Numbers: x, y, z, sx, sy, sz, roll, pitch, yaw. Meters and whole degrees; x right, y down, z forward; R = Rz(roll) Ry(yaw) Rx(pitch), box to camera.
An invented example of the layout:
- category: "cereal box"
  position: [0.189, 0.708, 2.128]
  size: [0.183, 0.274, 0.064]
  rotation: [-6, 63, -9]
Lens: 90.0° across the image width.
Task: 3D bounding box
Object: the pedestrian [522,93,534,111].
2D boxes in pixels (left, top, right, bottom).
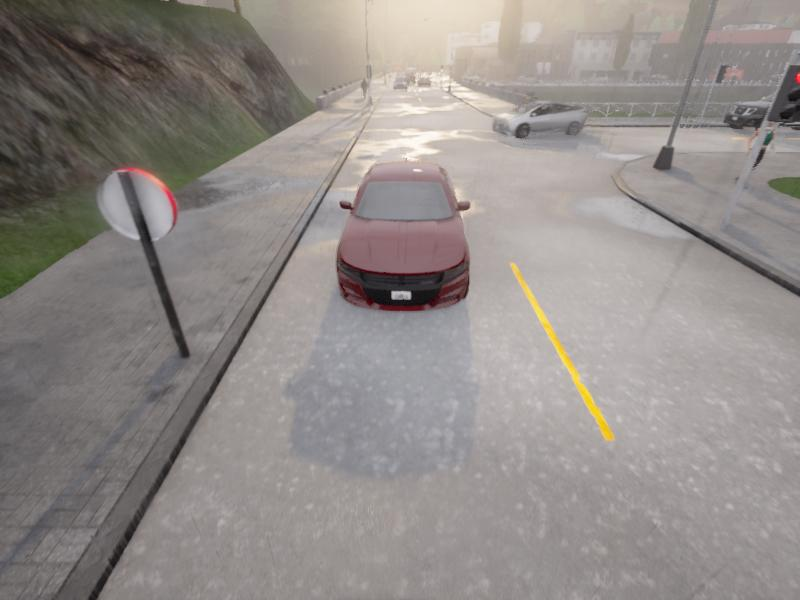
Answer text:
- category: "pedestrian"
  position: [9.398, -14.544, 29.390]
  size: [0.500, 1.100, 0.500]
  rotation: [0, 30, 0]

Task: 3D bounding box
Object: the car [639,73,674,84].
- category: "car"
  position: [49.350, -42.692, 77.096]
  size: [5.238, 1.638, 1.930]
  rotation: [0, 30, 0]

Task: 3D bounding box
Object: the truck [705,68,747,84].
- category: "truck"
  position: [62.565, -43.037, 76.893]
  size: [5.204, 2.467, 2.627]
  rotation: [1, 30, 0]

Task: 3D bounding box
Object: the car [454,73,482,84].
- category: "car"
  position: [13.017, -42.708, 77.120]
  size: [5.027, 1.651, 2.152]
  rotation: [0, 30, 0]

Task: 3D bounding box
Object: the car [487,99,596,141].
- category: "car"
  position: [6.820, -8.851, 19.541]
  size: [4.514, 1.525, 2.007]
  rotation: [-9, 31, -15]

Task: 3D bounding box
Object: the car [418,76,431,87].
- category: "car"
  position: [4.036, -36.196, 66.273]
  size: [1.994, 1.385, 4.181]
  rotation: [0, 30, 0]

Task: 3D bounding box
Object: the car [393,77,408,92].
- category: "car"
  position: [0.072, -29.552, 54.799]
  size: [2.038, 1.542, 4.974]
  rotation: [0, 30, 0]

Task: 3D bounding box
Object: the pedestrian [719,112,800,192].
- category: "pedestrian"
  position: [9.365, -3.872, 10.479]
  size: [0.751, 1.860, 0.751]
  rotation: [3, 31, 5]

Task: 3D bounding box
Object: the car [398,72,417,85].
- category: "car"
  position: [1.332, -39.369, 71.163]
  size: [1.905, 1.878, 3.866]
  rotation: [13, 33, 22]

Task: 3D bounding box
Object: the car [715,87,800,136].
- category: "car"
  position: [19.995, -9.646, 20.386]
  size: [5.566, 2.045, 2.150]
  rotation: [0, 30, 0]

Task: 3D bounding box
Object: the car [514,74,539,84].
- category: "car"
  position: [24.368, -42.684, 77.101]
  size: [3.988, 1.617, 1.851]
  rotation: [0, 30, 0]

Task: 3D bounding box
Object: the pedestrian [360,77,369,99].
- category: "pedestrian"
  position: [-3.449, -20.742, 39.207]
  size: [0.751, 1.860, 0.751]
  rotation: [1, 30, 2]

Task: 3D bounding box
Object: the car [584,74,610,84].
- category: "car"
  position: [37.924, -42.681, 77.103]
  size: [3.988, 1.617, 1.851]
  rotation: [0, 30, 0]

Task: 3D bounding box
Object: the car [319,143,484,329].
- category: "car"
  position: [0.088, -1.553, 7.095]
  size: [1.882, 1.535, 5.008]
  rotation: [1, 30, 1]
